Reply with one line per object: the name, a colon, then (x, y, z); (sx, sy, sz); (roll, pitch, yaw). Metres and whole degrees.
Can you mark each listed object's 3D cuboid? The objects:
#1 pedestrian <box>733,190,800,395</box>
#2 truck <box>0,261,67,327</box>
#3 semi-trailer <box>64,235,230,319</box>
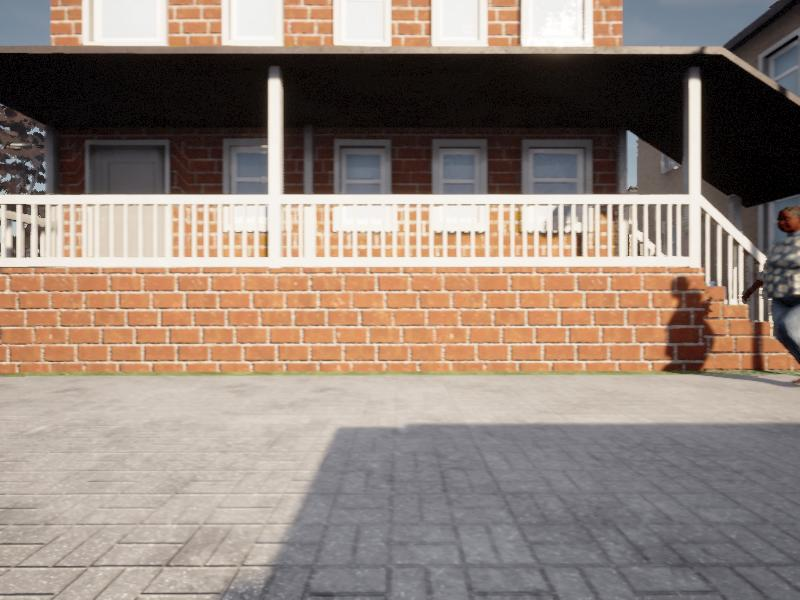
pedestrian: (4.009, -0.072, 3.989); (0.751, 1.860, 0.751); (0, 0, 1)
truck: (-16.267, -0.232, 15.331); (2.627, 2.467, 5.204); (0, -1, 0)
semi-trailer: (-16.297, -1.198, 28.087); (2.717, 4.402, 14.254); (0, 0, 0)
